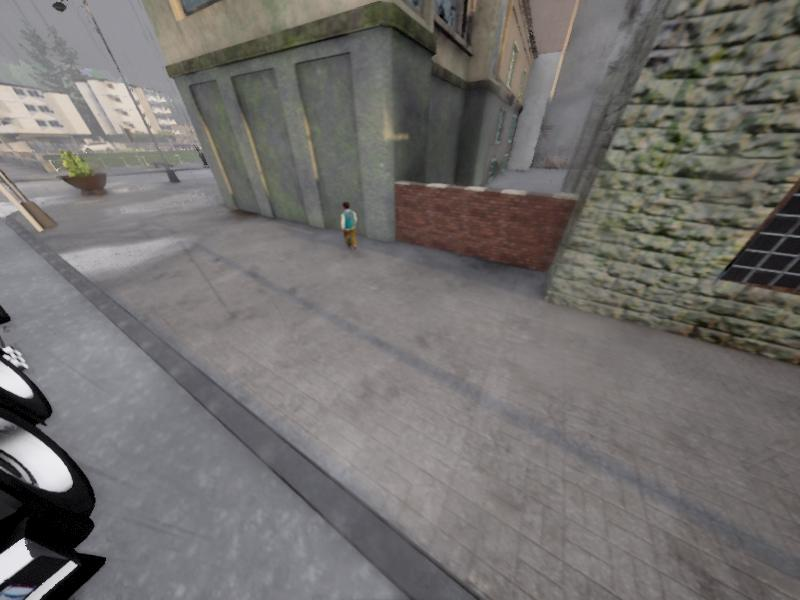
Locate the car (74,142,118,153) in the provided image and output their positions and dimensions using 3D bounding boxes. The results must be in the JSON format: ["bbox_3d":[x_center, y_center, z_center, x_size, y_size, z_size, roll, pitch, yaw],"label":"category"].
[{"bbox_3d":[-70.309,-35.480,53.568,2.150,2.045,5.566,18,39,24],"label":"car"}]

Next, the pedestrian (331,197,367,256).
[{"bbox_3d":[-1.127,-1.649,5.179,0.500,1.100,0.500,-22,40,-28],"label":"pedestrian"}]

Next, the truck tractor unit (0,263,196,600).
[{"bbox_3d":[-5.116,-0.293,0.794,6.516,4.208,3.053,18,39,25],"label":"truck tractor unit"}]
